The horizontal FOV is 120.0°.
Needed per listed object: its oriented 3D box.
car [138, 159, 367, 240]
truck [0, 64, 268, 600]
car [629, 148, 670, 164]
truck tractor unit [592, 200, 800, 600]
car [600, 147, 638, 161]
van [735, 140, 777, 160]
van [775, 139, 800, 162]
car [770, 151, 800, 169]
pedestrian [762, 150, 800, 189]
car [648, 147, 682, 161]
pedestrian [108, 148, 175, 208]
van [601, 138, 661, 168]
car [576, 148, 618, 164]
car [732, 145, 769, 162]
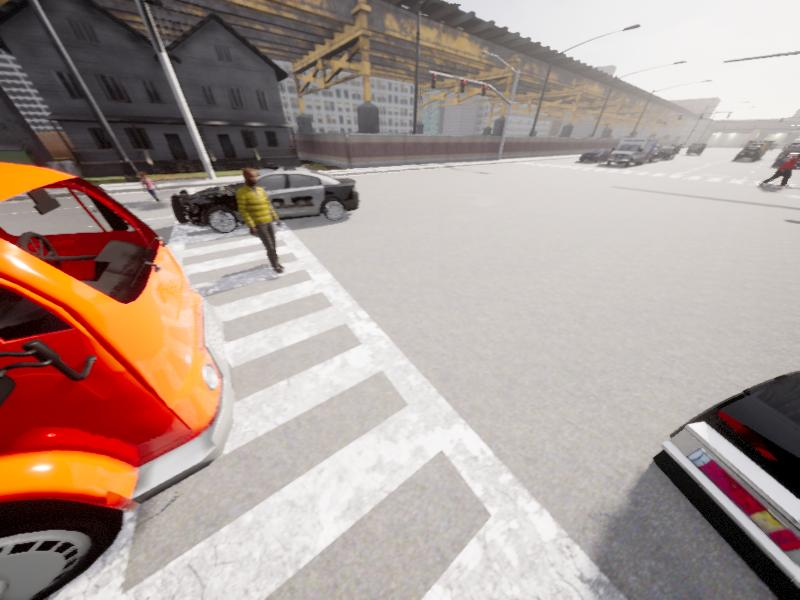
[{"bbox_3d":[-3.896,-3.370,7.276,5.238,1.638,1.930,-14,37,-20],"label":"car"},{"bbox_3d":[-3.887,0.774,0.680,5.204,2.467,2.627,-23,41,-28],"label":"truck"},{"bbox_3d":[31.295,-18.094,28.928,5.357,1.411,2.033,-22,41,-29],"label":"car"},{"bbox_3d":[5.354,0.102,0.228,6.516,4.208,3.053,-4,35,-7],"label":"truck tractor unit"},{"bbox_3d":[30.146,-20.108,31.776,5.357,1.411,2.033,-22,41,-29],"label":"car"},{"bbox_3d":[54.274,-22.921,35.222,6.366,2.431,2.351,-22,41,-29],"label":"van"},{"bbox_3d":[57.312,-21.732,33.478,5.915,2.561,1.988,-22,41,-29],"label":"van"},{"bbox_3d":[41.331,-14.728,24.308,4.181,1.385,1.994,-22,41,-29],"label":"car"},{"bbox_3d":[22.470,-7.590,13.420,0.751,1.860,0.751,-24,42,-30],"label":"pedestrian"},{"bbox_3d":[37.293,-20.581,32.462,4.892,1.490,1.837,-22,41,-29],"label":"car"},{"bbox_3d":[-9.548,-4.554,8.646,0.751,1.860,0.751,-13,37,-19],"label":"pedestrian"},{"bbox_3d":[24.852,-15.888,24.802,6.366,2.431,2.351,-22,41,-29],"label":"van"},{"bbox_3d":[24.020,-17.609,28.135,5.357,1.411,2.033,-22,41,-29],"label":"car"},{"bbox_3d":[47.802,-20.059,31.538,4.605,1.855,1.932,-22,41,-29],"label":"car"}]
